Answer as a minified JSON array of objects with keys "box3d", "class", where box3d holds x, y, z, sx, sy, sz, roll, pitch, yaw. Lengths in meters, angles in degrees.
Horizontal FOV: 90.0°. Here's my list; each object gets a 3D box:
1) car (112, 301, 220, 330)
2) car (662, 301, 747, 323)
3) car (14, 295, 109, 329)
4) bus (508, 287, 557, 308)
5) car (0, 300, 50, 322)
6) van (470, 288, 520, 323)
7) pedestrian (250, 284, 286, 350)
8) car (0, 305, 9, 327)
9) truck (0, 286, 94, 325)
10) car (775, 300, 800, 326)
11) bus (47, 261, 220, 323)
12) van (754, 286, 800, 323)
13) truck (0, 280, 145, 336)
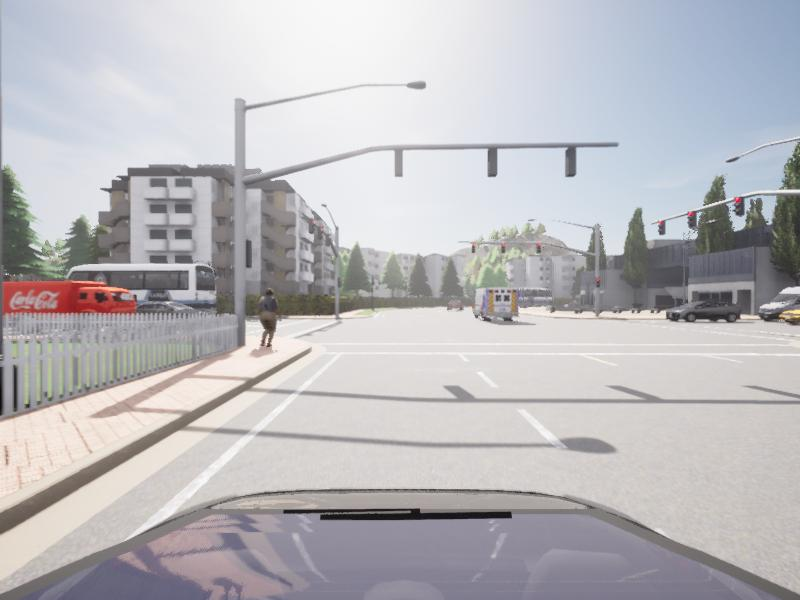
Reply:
[{"box3d":[-13.152,0.834,22.685,4.902,1.511,2.128,0,0,2],"class":"car"},{"box3d":[21.798,0.826,28.804,4.514,1.525,2.007,0,0,2],"class":"car"},{"box3d":[-19.225,0.644,22.830,3.866,1.878,1.905,0,0,1],"class":"car"},{"box3d":[29.026,-0.545,87.434,10.273,4.253,3.944,0,0,-27],"class":"bus"},{"box3d":[-29.800,0.799,30.094,5.366,1.575,1.801,0,0,1],"class":"car"},{"box3d":[7.237,0.375,31.183,2.351,2.431,6.366,0,0,0],"class":"van"},{"box3d":[-3.890,0.484,11.815,0.751,1.860,0.751,0,0,7],"class":"pedestrian"},{"box3d":[-25.700,0.942,22.992,4.718,1.301,1.895,0,0,1],"class":"car"},{"box3d":[-23.786,0.354,26.443,5.204,2.467,2.627,0,0,1],"class":"truck"},{"box3d":[27.159,0.800,25.165,5.366,1.575,1.801,0,0,2],"class":"car"},{"box3d":[-19.380,-0.537,29.718,10.273,4.253,3.944,0,0,1],"class":"bus"},{"box3d":[29.204,0.320,28.654,5.915,2.561,1.988,0,0,1],"class":"van"},{"box3d":[-15.696,0.355,19.246,5.204,2.467,2.627,0,0,1],"class":"truck"}]
